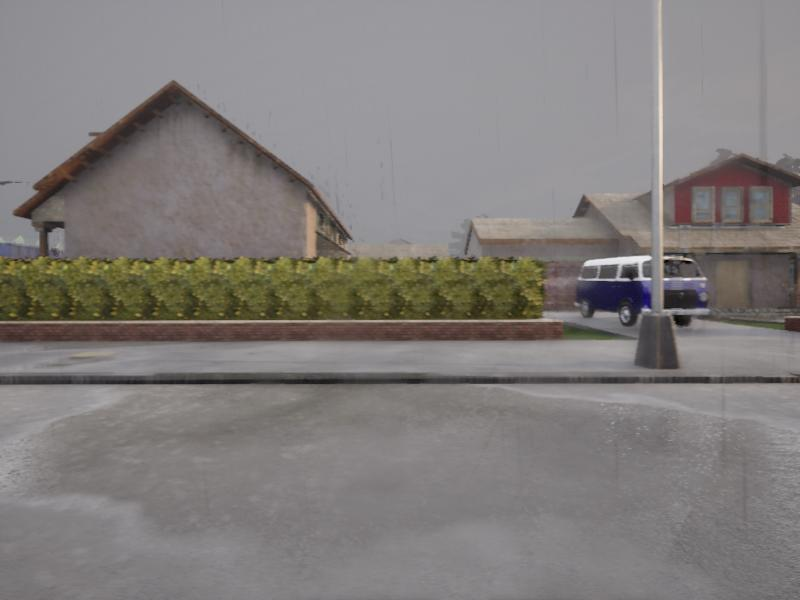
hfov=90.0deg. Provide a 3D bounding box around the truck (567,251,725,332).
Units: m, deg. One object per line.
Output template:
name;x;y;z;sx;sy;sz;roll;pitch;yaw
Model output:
truck;7.162;-0.315;12.378;2.069;2.038;4.478;0;3;0

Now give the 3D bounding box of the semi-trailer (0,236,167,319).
semi-trailer;-22.115;-1.175;28.482;2.717;4.402;14.254;0;0;0
